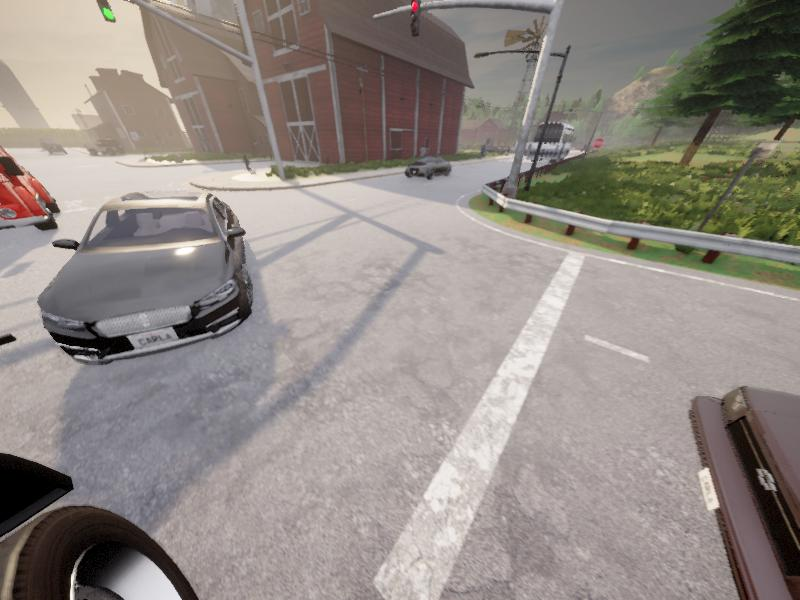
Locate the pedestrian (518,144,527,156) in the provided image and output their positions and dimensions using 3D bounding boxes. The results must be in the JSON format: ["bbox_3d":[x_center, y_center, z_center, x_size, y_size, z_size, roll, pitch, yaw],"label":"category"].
[{"bbox_3d":[24.319,-29.798,45.851,0.751,1.860,0.751,-25,42,-32],"label":"pedestrian"}]

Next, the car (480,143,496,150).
[{"bbox_3d":[28.539,-49.906,75.023,3.866,1.878,1.905,0,35,-2],"label":"car"}]

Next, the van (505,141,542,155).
[{"bbox_3d":[26.950,-33.459,50.729,6.366,2.431,2.351,29,44,35],"label":"van"}]

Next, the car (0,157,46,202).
[{"bbox_3d":[-18.473,-5.570,10.564,4.181,1.385,1.994,24,41,30],"label":"car"}]

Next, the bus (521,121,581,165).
[{"bbox_3d":[20.507,-21.060,31.100,3.944,4.253,10.273,25,41,30],"label":"bus"}]

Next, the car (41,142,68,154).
[{"bbox_3d":[-54.767,-24.104,36.618,3.705,1.549,1.789,24,41,29],"label":"car"}]

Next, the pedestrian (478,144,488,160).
[{"bbox_3d":[11.234,-20.042,31.268,0.751,1.860,0.751,-29,44,-36],"label":"pedestrian"}]

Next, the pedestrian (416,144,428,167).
[{"bbox_3d":[2.152,-13.981,22.359,0.751,1.860,0.751,24,41,29],"label":"pedestrian"}]

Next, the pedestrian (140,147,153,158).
[{"bbox_3d":[-30.443,-17.772,27.769,0.500,1.100,0.500,9,36,12],"label":"pedestrian"}]

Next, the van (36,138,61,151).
[{"bbox_3d":[-67.312,-29.802,44.273,4.442,1.987,1.775,24,41,30],"label":"van"}]

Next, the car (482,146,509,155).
[{"bbox_3d":[21.051,-33.146,51.014,4.792,1.488,2.163,24,41,30],"label":"car"}]

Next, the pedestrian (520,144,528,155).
[{"bbox_3d":[25.460,-31.000,47.605,0.751,1.860,0.751,0,35,-2],"label":"pedestrian"}]

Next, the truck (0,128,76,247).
[{"bbox_3d":[-12.130,-3.231,6.320,5.204,2.467,2.627,24,41,29],"label":"truck"}]

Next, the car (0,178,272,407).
[{"bbox_3d":[-3.952,-1.008,4.119,2.128,1.511,4.902,-14,37,-28],"label":"car"}]

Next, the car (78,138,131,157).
[{"bbox_3d":[-41.425,-21.483,32.466,3.866,1.878,1.905,-4,41,-3],"label":"car"}]

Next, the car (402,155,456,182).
[{"bbox_3d":[2.238,-9.951,17.277,1.994,1.385,4.181,24,41,30],"label":"car"}]

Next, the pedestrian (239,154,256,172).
[{"bbox_3d":[-10.978,-9.873,16.630,0.500,1.100,0.500,7,35,9],"label":"pedestrian"}]

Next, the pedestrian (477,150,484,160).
[{"bbox_3d":[11.266,-20.267,32.261,0.500,1.100,0.500,28,43,34],"label":"pedestrian"}]

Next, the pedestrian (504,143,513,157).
[{"bbox_3d":[18.598,-25.655,39.501,0.751,1.860,0.751,-26,42,-33],"label":"pedestrian"}]

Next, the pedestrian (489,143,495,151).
[{"bbox_3d":[23.222,-38.737,58.489,0.751,1.860,0.751,-20,40,-27],"label":"pedestrian"}]

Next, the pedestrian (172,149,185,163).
[{"bbox_3d":[-21.359,-13.857,22.269,0.500,1.100,0.500,-19,39,-26],"label":"pedestrian"}]
